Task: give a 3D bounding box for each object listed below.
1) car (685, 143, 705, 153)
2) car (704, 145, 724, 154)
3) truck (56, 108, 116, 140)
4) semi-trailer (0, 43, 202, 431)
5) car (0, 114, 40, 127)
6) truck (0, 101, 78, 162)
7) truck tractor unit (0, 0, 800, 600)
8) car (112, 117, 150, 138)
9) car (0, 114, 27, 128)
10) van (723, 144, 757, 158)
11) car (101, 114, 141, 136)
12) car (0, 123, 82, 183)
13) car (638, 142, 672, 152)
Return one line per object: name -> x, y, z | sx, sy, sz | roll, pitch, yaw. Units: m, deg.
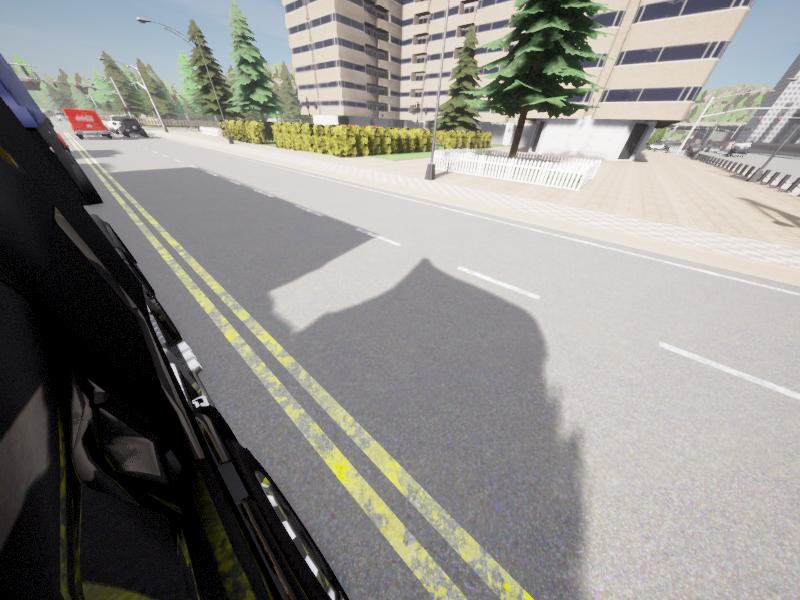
car -> 73.091, -37.718, 57.249 | 2.033, 1.649, 4.856 | 28, 44, 30
car -> 76.889, -37.014, 56.644 | 1.851, 1.617, 3.988 | 28, 44, 30
truck -> -33.356, -18.736, 24.546 | 5.204, 2.467, 2.627 | 28, 44, 30
semi-trailer -> -8.695, -3.608, 4.230 | 14.254, 4.402, 2.717 | 28, 44, 30
car -> -61.953, -28.605, 36.768 | 2.163, 1.488, 4.792 | 29, 44, 30
truck -> -21.381, -9.594, 13.065 | 5.204, 2.467, 2.627 | 28, 44, 30
truck tractor unit -> -2.645, -0.295, 0.351 | 6.516, 4.208, 3.053 | 28, 44, 30
car -> -31.984, -20.511, 27.478 | 3.866, 1.878, 1.905 | 28, 44, 30
car -> -59.974, -26.693, 34.356 | 2.007, 1.525, 4.514 | 29, 44, 31
van -> 63.216, -27.826, 43.086 | 2.069, 2.038, 4.480 | 28, 44, 30
car -> -37.395, -23.466, 30.960 | 5.566, 2.045, 2.150 | 28, 44, 30
car -> -15.848, -6.290, 9.671 | 4.611, 1.667, 2.242 | 28, 43, 30
car -> 57.074, -34.439, 51.819 | 4.974, 1.542, 2.038 | 28, 43, 29
